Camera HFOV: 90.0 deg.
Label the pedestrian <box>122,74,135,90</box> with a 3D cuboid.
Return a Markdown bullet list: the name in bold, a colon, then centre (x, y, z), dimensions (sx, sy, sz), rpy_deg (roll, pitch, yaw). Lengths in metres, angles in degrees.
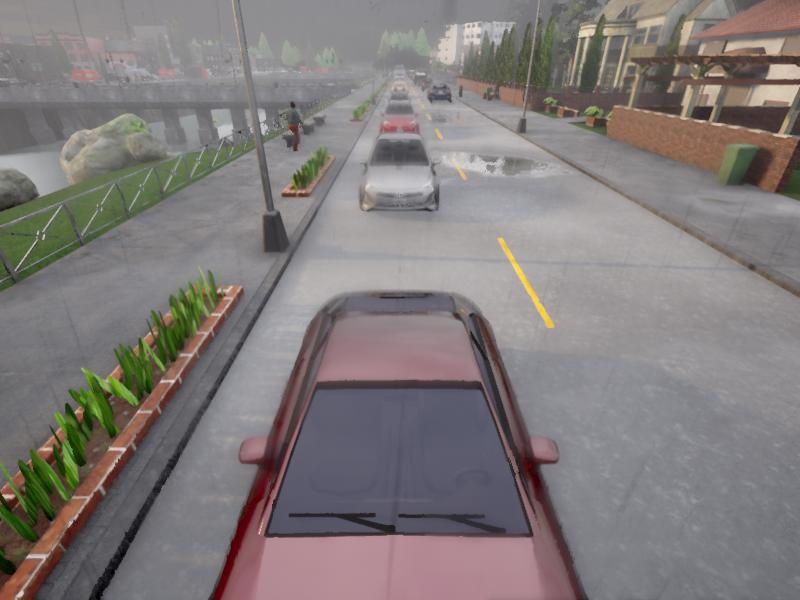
- **pedestrian**: centre (-36.981, -29.673, 54.513), dimensions (0.751, 1.860, 0.751), rpy_deg (3, 30, 5)

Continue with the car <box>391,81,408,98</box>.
- **car**: centre (-0.037, -24.361, 46.254), dimensions (1.882, 1.535, 5.008), rpy_deg (0, 30, 0)

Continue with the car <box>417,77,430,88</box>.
- **car**: centre (3.947, -36.887, 67.777), dimensions (1.816, 1.474, 4.193), rpy_deg (0, 30, 0)

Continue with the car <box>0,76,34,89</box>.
- **car**: centre (-61.734, -34.597, 63.696), dimensions (1.930, 1.638, 5.238), rpy_deg (0, 30, 0)

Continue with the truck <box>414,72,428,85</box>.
- **truck**: centre (3.942, -42.764, 77.232), dimensions (2.390, 2.098, 6.274), rpy_deg (0, 30, 0)

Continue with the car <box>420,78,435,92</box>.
- **car**: centre (3.957, -31.022, 57.601), dimensions (1.851, 1.617, 3.988), rpy_deg (0, 30, 0)

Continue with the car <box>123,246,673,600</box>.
- **car**: centre (-0.006, 1.041, 2.937), dimensions (1.994, 1.385, 4.181), rpy_deg (0, 30, 0)

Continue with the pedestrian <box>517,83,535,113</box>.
- **pedestrian**: centre (9.120, -14.628, 28.997), dimensions (0.751, 1.860, 0.751), rpy_deg (0, 30, -1)

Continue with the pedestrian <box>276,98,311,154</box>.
- **pedestrian**: centre (-4.067, -6.646, 15.316), dimensions (0.751, 1.860, 0.751), rpy_deg (15, 33, 24)

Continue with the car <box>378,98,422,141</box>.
- **car**: centre (-0.019, -9.334, 20.508), dimensions (2.007, 1.525, 4.514), rpy_deg (0, 30, 0)

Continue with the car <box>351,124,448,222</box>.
- **car**: centre (-0.013, -3.569, 10.630), dimensions (2.007, 1.525, 4.514), rpy_deg (0, 30, 0)

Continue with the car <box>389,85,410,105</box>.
- **car**: centre (-0.033, -19.468, 37.872), dimensions (1.845, 1.501, 3.633), rpy_deg (0, 31, 0)

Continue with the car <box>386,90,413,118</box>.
- **car**: centre (-0.024, -14.227, 28.948), dimensions (1.816, 1.474, 4.193), rpy_deg (0, 30, 0)

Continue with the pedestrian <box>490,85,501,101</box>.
- **pedestrian**: centre (9.417, -20.440, 39.512), dimensions (0.751, 1.300, 0.751), rpy_deg (2, 30, 4)

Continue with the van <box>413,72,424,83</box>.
- **van**: centre (3.936, -47.184, 84.876), dimensions (2.069, 2.038, 4.480), rpy_deg (0, 30, 0)

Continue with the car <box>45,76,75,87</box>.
- **car**: centre (-61.742, -39.804, 72.732), dimensions (1.851, 1.617, 3.988), rpy_deg (0, 30, 0)

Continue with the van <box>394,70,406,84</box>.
- **van**: centre (-0.063, -45.327, 81.293), dimensions (2.351, 2.431, 6.366), rpy_deg (0, 30, 0)

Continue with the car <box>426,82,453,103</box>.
- **car**: centre (3.964, -21.166, 40.645), dimensions (2.242, 1.667, 4.611), rpy_deg (0, 30, 0)
